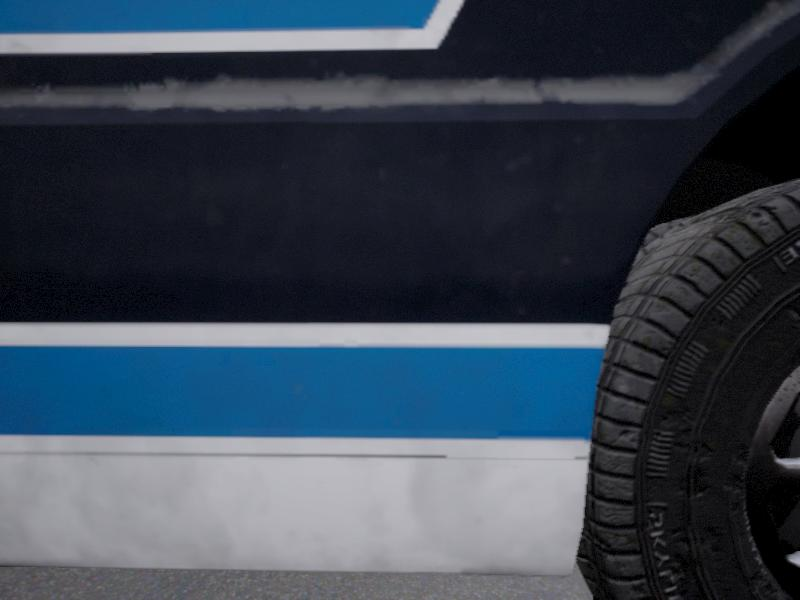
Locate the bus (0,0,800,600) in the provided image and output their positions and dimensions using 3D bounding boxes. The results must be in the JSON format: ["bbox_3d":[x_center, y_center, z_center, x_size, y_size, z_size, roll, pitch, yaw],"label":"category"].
[{"bbox_3d":[3.189,-1.134,2.269,10.273,4.253,3.944,0,0,1],"label":"bus"}]

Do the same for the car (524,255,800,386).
[{"bbox_3d":[4.533,0.236,5.662,4.902,1.511,2.128,0,0,2],"label":"car"}]

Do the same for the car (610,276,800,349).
[{"bbox_3d":[7.324,0.254,9.059,4.193,1.474,1.816,0,0,1],"label":"car"}]
